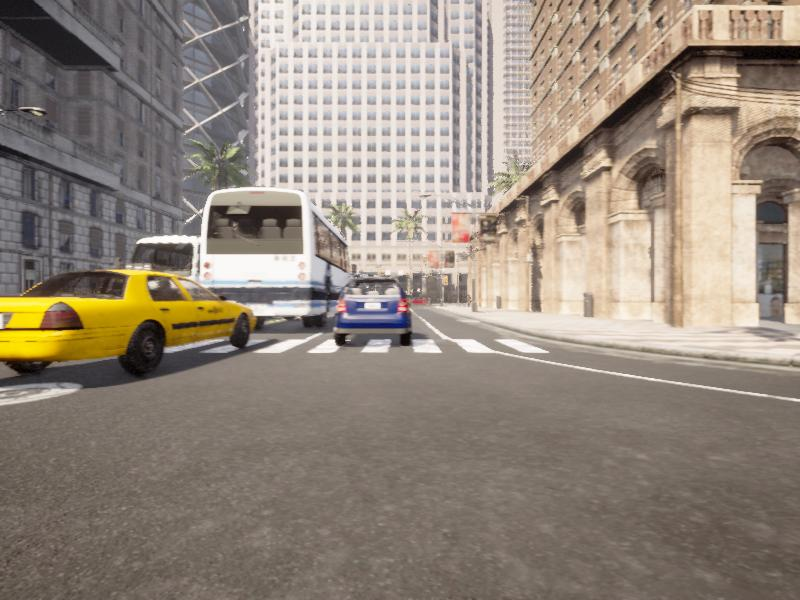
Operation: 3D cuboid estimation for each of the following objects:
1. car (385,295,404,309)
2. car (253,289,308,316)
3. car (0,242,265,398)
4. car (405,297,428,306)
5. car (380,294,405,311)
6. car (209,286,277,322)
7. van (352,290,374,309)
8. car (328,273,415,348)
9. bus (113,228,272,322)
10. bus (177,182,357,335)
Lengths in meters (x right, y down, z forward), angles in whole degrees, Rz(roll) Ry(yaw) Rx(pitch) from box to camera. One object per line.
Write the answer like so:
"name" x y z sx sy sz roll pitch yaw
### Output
"car" -0.612 0.228 44.509 2.007 1.525 4.514 0 0 0
"car" -7.678 0.152 26.219 2.242 1.667 4.611 0 0 0
"car" -4.200 0.199 6.766 1.801 1.575 5.366 0 0 3
"car" 3.074 0.229 76.006 3.988 1.617 1.851 0 0 -18
"car" -0.641 0.251 37.811 2.163 1.488 4.792 0 0 0
"car" -7.651 0.184 19.967 1.851 1.617 3.988 0 0 0
"van" -4.108 -0.031 45.292 2.069 2.038 4.480 0 0 0
"car" -0.595 0.214 10.120 1.789 1.549 3.705 0 0 0
"bus" -11.041 -1.140 23.252 3.944 4.253 10.273 0 0 0
"bus" -4.250 -1.137 16.272 3.944 4.253 10.273 0 0 0
